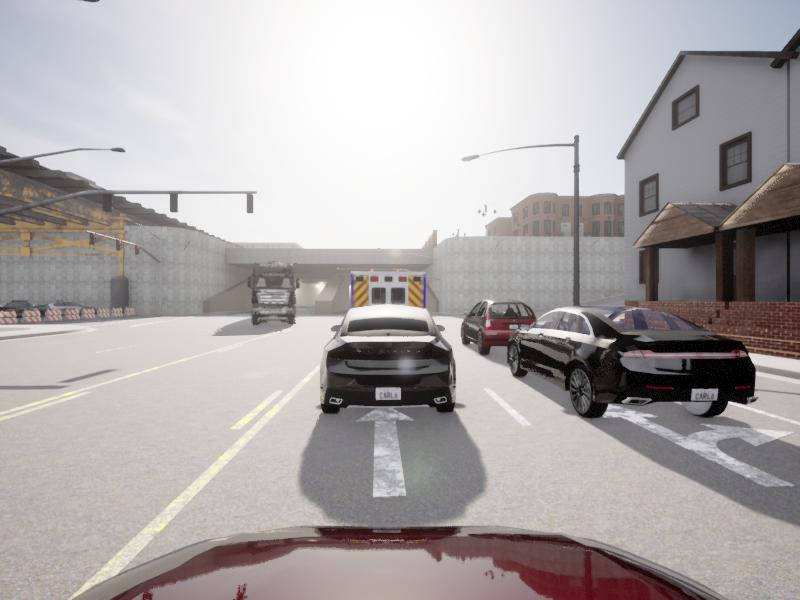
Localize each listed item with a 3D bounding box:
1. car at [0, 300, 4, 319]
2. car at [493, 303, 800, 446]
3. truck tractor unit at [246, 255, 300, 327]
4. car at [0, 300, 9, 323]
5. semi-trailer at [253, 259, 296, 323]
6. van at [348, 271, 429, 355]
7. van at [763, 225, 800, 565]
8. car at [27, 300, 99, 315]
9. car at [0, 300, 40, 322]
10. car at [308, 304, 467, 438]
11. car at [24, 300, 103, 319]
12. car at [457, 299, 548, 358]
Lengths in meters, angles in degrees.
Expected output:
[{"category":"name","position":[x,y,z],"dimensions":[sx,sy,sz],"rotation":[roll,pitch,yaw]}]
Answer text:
[{"category":"car","position":[-29.000,0.638,25.964],"dimensions":[1.853,1.218,4.536],"rotation":[0,0,42]},{"category":"car","position":[3.293,0.836,6.852],"dimensions":[2.128,1.511,4.902],"rotation":[0,0,-2]},{"category":"truck tractor unit","position":[-8.421,-0.523,26.881],"dimensions":[3.053,4.208,6.516],"rotation":[0,0,-16]},{"category":"car","position":[-28.966,0.796,26.003],"dimensions":[2.038,1.542,4.974],"rotation":[0,0,42]},{"category":"semi-trailer","position":[-10.431,-0.620,34.534],"dimensions":[2.717,4.402,14.254],"rotation":[0,0,-14]},{"category":"van","position":[-0.436,0.378,14.773],"dimensions":[2.351,2.431,6.366],"rotation":[0,0,-2]},{"category":"van","position":[3.492,0.572,0.423],"dimensions":[2.069,2.038,4.480],"rotation":[0,0,-2]},{"category":"car","position":[-30.092,0.638,35.903],"dimensions":[1.853,1.218,4.536],"rotation":[0,0,27]},{"category":"car","position":[-29.116,0.796,30.609],"dimensions":[2.038,1.542,4.974],"rotation":[0,0,-38]},{"category":"car","position":[-0.209,0.844,7.073],"dimensions":[1.837,1.490,4.892],"rotation":[0,0,-2]},{"category":"car","position":[-30.069,0.796,35.949],"dimensions":[2.038,1.542,4.974],"rotation":[0,0,27]},{"category":"car","position":[3.116,0.788,13.044],"dimensions":[1.851,1.617,3.988],"rotation":[0,0,-2]}]
